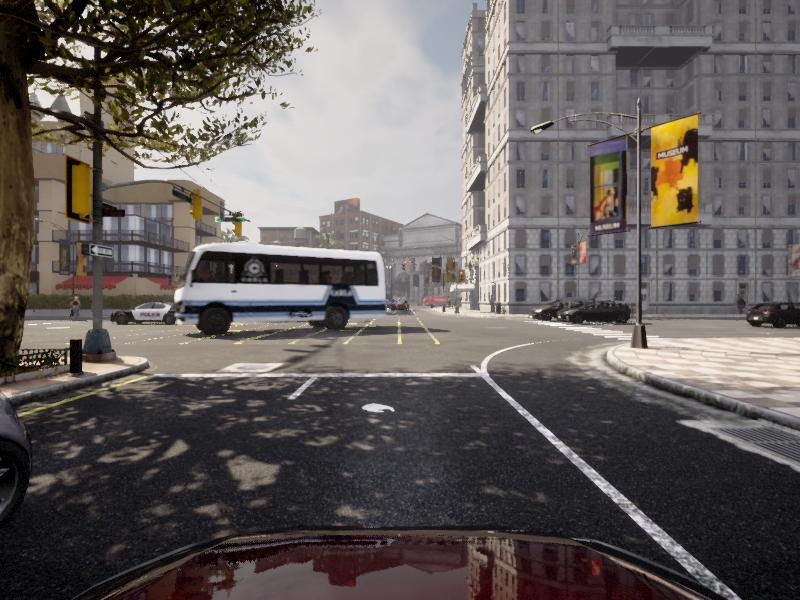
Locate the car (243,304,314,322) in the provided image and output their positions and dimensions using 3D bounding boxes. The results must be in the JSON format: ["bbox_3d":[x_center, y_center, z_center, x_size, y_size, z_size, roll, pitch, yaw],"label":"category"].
[{"bbox_3d":[-8.991,0.939,29.839,4.718,1.301,1.895,0,0,0],"label":"car"}]

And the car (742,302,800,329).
[{"bbox_3d":[22.546,0.851,23.029,4.193,1.474,1.816,0,0,0],"label":"car"}]

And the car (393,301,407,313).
[{"bbox_3d":[-0.022,0.862,52.172,1.812,1.442,4.674,0,0,0],"label":"car"}]

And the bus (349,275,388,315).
[{"bbox_3d":[-3.622,-0.541,48.601,3.944,4.253,10.273,0,0,0],"label":"bus"}]

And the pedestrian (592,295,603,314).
[{"bbox_3d":[19.573,0.479,39.607,0.751,1.860,0.751,0,0,0],"label":"pedestrian"}]

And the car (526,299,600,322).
[{"bbox_3d":[12.108,0.753,29.959,4.611,1.667,2.242,0,0,0],"label":"car"}]

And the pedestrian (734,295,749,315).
[{"bbox_3d":[32.176,0.480,37.712,0.751,1.860,0.751,0,0,-5],"label":"pedestrian"}]

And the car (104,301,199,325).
[{"bbox_3d":[-16.200,0.822,26.301,4.974,1.542,2.038,0,0,0],"label":"car"}]

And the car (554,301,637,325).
[{"bbox_3d":[12.806,0.825,26.463,4.514,1.525,2.007,0,0,0],"label":"car"}]

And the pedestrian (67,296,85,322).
[{"bbox_3d":[-23.693,0.633,29.251,0.751,1.860,0.751,0,0,-5],"label":"pedestrian"}]

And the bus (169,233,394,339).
[{"bbox_3d":[-5.785,-0.540,20.372,10.273,4.253,3.944,0,-1,-31],"label":"bus"}]

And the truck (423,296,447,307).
[{"bbox_3d":[7.920,0.342,91.441,5.204,2.467,2.627,0,0,0],"label":"truck"}]

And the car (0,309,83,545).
[{"bbox_3d":[-3.492,0.826,1.425,1.845,1.501,3.633,0,0,0],"label":"car"}]
